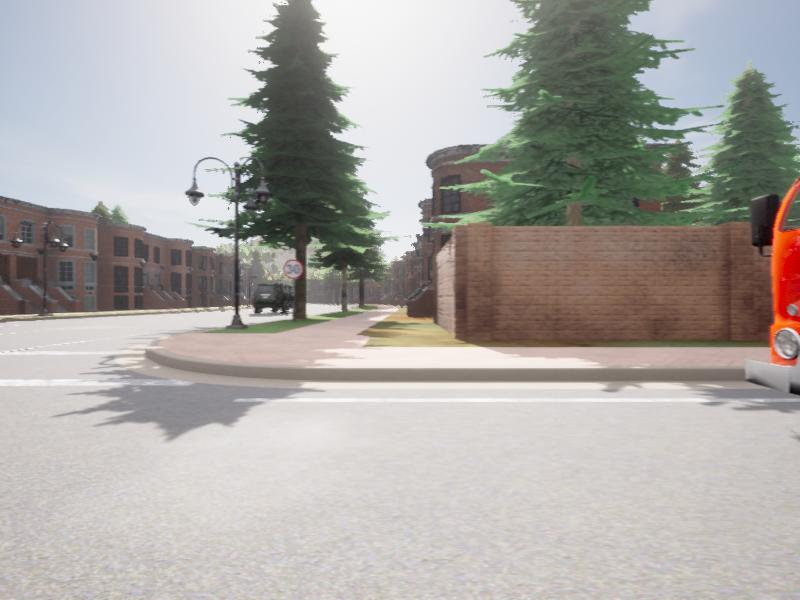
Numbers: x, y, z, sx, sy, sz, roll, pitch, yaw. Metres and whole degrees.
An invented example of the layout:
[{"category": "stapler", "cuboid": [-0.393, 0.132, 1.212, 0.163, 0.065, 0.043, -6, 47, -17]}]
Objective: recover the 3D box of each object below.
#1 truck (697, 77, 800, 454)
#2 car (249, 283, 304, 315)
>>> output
[{"category": "truck", "cuboid": [5.226, -0.256, 2.195, 5.204, 2.467, 2.627, -1, 0, 0]}, {"category": "car", "cuboid": [-8.725, -0.070, 28.840, 2.150, 2.045, 5.566, 0, 0, 2]}]
